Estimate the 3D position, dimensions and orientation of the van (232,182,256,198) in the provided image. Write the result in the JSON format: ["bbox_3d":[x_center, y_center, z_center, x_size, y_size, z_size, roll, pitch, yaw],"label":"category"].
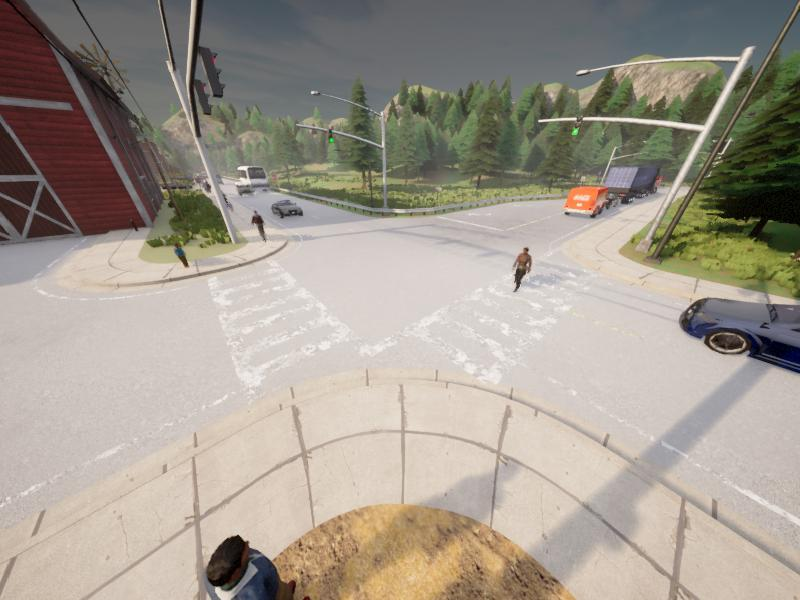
[{"bbox_3d":[-24.736,-17.514,36.644,2.069,2.038,4.480,-22,37,-33],"label":"van"}]

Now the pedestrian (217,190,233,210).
[{"bbox_3d":[-18.701,-10.738,24.733,0.751,1.860,0.751,-22,37,-33],"label":"pedestrian"}]

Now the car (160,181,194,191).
[{"bbox_3d":[-45.444,-23.247,47.133,4.792,1.488,2.163,-24,37,-35],"label":"car"}]

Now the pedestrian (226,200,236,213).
[{"bbox_3d":[-16.738,-9.222,22.867,0.500,1.100,0.500,-21,36,-32],"label":"pedestrian"}]

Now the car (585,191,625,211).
[{"bbox_3d":[23.813,-11.551,26.811,4.902,1.511,2.128,-22,37,-33],"label":"car"}]

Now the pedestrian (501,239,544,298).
[{"bbox_3d":[4.393,-1.130,8.373,0.751,1.860,0.751,25,39,37],"label":"pedestrian"}]

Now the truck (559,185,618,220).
[{"bbox_3d":[18.192,-9.531,22.327,5.204,2.467,2.627,-23,37,-34],"label":"truck"}]

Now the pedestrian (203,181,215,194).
[{"bbox_3d":[-31.812,-18.698,38.521,0.751,1.860,0.751,20,35,30],"label":"pedestrian"}]

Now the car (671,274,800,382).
[{"bbox_3d":[9.771,0.942,5.348,1.994,1.385,4.181,-22,37,-33],"label":"car"}]

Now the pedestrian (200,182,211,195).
[{"bbox_3d":[-31.843,-18.300,37.832,0.751,1.860,0.751,-24,38,-35],"label":"pedestrian"}]

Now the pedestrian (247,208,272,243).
[{"bbox_3d":[-8.435,-4.492,13.906,0.751,1.860,0.751,-18,35,-28],"label":"pedestrian"}]

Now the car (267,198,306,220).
[{"bbox_3d":[-11.084,-8.948,22.479,1.994,1.385,4.181,-22,37,-33],"label":"car"}]

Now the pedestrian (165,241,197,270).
[{"bbox_3d":[-9.681,-1.971,10.255,0.500,1.100,0.500,9,31,15],"label":"pedestrian"}]

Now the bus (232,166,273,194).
[{"bbox_3d":[-28.844,-23.614,45.000,3.944,4.253,10.273,-22,37,-33],"label":"bus"}]

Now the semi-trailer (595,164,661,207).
[{"bbox_3d":[31.131,-15.800,31.242,14.254,4.402,2.717,-22,37,-34],"label":"semi-trailer"}]

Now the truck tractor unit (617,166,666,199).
[{"bbox_3d":[37.247,-18.221,35.642,6.516,4.208,3.053,-22,37,-33],"label":"truck tractor unit"}]
